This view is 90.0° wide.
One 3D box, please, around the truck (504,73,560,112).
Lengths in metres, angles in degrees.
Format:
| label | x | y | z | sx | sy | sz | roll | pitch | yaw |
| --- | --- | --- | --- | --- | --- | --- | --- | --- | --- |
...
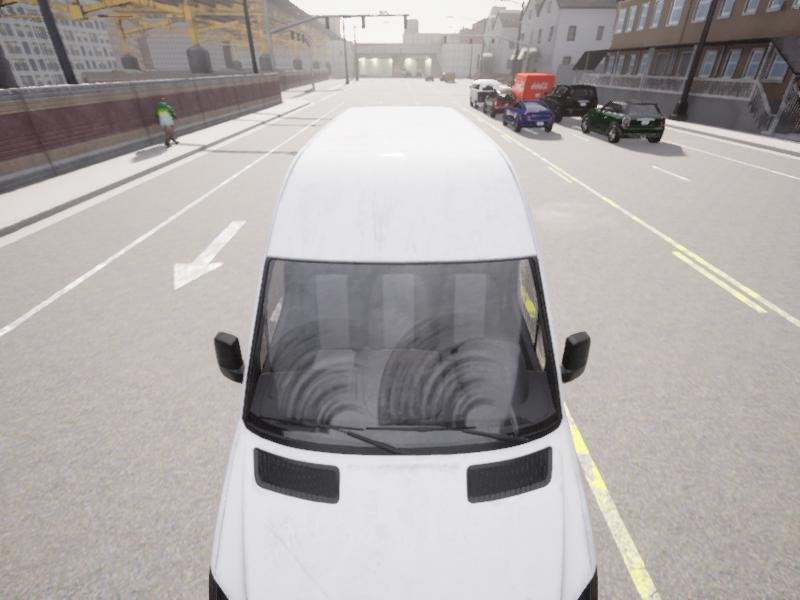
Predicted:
| label | x | y | z | sx | sy | sz | roll | pitch | yaw |
| --- | --- | --- | --- | --- | --- | --- | --- | --- | --- |
| truck | 10.289 | -16.543 | 31.760 | 2.627 | 2.467 | 5.204 | 0 | 30 | 1 |

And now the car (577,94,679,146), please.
| label | x | y | z | sx | sy | sz | roll | pitch | yaw |
| --- | --- | --- | --- | --- | --- | --- | --- | --- | --- |
| car | 10.458 | -8.624 | 18.903 | 2.097 | 1.767 | 4.553 | 0 | 30 | 0 |

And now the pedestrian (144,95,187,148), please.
| label | x | y | z | sx | sy | sz | roll | pitch | yaw |
| --- | --- | --- | --- | --- | --- | --- | --- | --- | --- |
| pedestrian | -9.431 | -7.203 | 16.156 | 0.751 | 1.860 | 0.751 | 2 | 30 | 3 |

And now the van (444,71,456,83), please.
| label | x | y | z | sx | sy | sz | roll | pitch | yaw |
| --- | --- | --- | --- | --- | --- | --- | --- | --- | --- |
| van | 10.227 | -45.980 | 82.515 | 1.775 | 1.987 | 4.442 | 0 | 30 | 0 |

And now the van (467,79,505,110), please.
| label | x | y | z | sx | sy | sz | roll | pitch | yaw |
| --- | --- | --- | --- | --- | --- | --- | --- | --- | --- |
| van | 6.908 | -16.879 | 32.774 | 2.069 | 2.038 | 4.480 | 0 | 30 | 0 |

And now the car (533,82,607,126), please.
| label | x | y | z | sx | sy | sz | roll | pitch | yaw |
| --- | --- | --- | --- | --- | --- | --- | --- | --- | --- |
| car | 10.414 | -12.387 | 25.080 | 2.150 | 2.045 | 5.566 | 0 | 30 | 0 |

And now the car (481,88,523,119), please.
| label | x | y | z | sx | sy | sz | roll | pitch | yaw |
| --- | --- | --- | --- | --- | --- | --- | --- | --- | --- |
| car | 6.929 | -13.589 | 27.585 | 1.851 | 1.617 | 3.988 | 0 | 30 | 0 |

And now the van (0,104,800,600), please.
| label | x | y | z | sx | sy | sz | roll | pitch | yaw |
| --- | --- | --- | --- | --- | --- | --- | --- | --- | --- |
| van | 0.007 | -0.249 | 3.911 | 1.988 | 2.561 | 5.915 | 0 | 30 | 0 |

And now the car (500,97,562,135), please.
| label | x | y | z | sx | sy | sz | roll | pitch | yaw |
| --- | --- | --- | --- | --- | --- | --- | --- | --- | --- |
| car | 6.940 | -10.052 | 21.705 | 1.812 | 1.442 | 4.674 | 0 | 30 | 0 |
